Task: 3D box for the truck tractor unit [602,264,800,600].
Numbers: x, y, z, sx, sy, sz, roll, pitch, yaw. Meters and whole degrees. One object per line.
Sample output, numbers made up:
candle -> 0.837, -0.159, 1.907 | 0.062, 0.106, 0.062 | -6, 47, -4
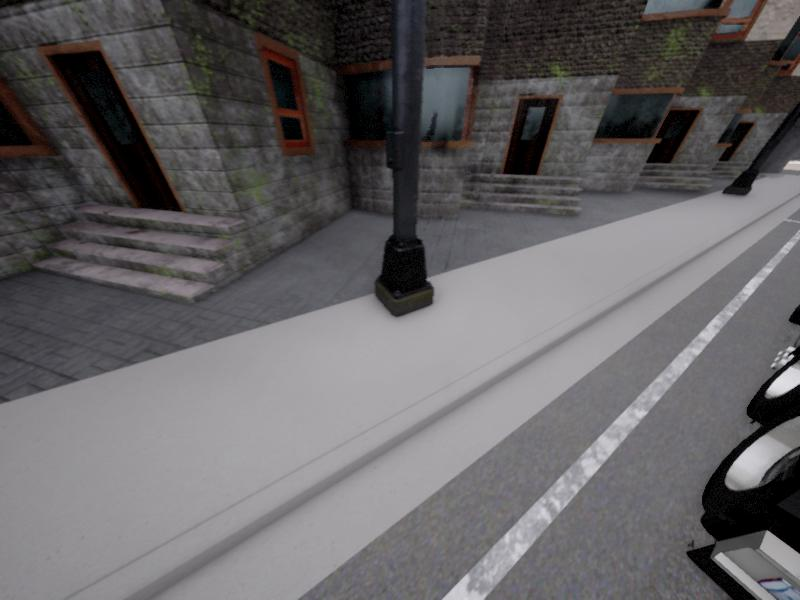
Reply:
truck tractor unit -> 5.117, -0.292, 0.795 | 6.516, 4.208, 3.053 | -18, 39, -24
